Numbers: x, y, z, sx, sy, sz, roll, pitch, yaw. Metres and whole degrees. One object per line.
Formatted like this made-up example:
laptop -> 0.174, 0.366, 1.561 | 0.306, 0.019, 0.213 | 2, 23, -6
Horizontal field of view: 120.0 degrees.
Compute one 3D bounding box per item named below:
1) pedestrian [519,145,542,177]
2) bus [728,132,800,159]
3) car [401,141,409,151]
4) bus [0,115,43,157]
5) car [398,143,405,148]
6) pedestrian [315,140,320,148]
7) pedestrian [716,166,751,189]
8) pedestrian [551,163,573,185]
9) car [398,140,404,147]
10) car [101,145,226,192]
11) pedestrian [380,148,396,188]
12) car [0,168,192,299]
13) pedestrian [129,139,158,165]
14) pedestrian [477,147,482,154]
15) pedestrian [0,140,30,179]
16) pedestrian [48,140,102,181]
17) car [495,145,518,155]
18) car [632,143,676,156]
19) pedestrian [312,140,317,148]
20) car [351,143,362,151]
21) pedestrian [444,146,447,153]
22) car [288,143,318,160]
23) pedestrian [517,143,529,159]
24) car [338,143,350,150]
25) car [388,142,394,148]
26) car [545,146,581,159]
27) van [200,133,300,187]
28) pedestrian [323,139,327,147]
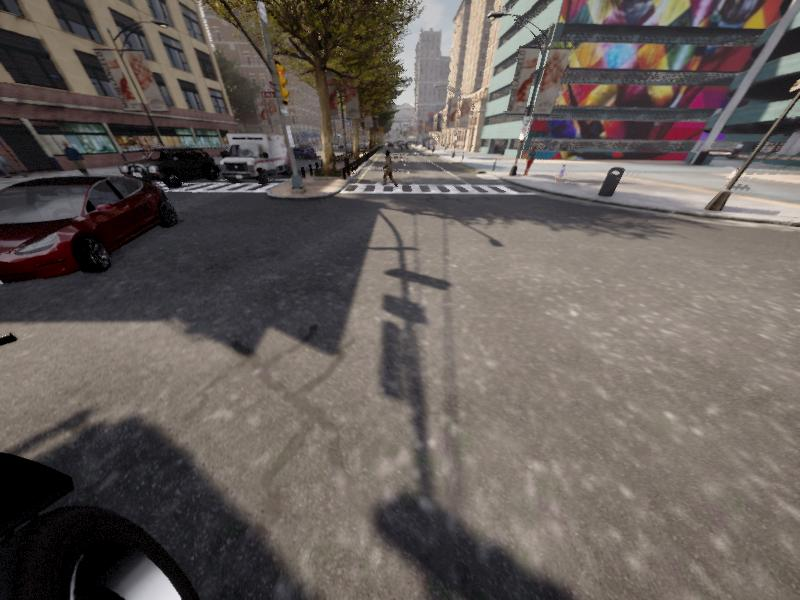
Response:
pedestrian -> 9.203, -9.841, 16.388 | 0.751, 1.860, 0.751 | 6, 35, 7
bus -> 75.927, -31.200, 46.600 | 3.944, 4.253, 10.273 | 0, 35, -2
car -> 1.180, -38.370, 57.587 | 1.932, 1.855, 4.605 | 0, 35, -2
bus -> -50.908, -18.770, 26.310 | 3.944, 4.253, 10.273 | 0, 35, -2
car -> 0.519, -52.031, 77.659 | 1.970, 1.475, 3.806 | 0, 35, -2
pedestrian -> -21.127, -40.111, 59.374 | 0.751, 1.860, 0.751 | -1, 35, -3
pedestrian -> 18.809, -6.933, 13.052 | 0.500, 1.100, 0.500 | 5, 35, 6
pedestrian -> 9.367, -7.288, 13.383 | 0.500, 1.100, 0.500 | -4, 35, -7
car -> 0.312, -56.740, 83.864 | 2.150, 2.045, 5.566 | 0, 35, -2
car -> -12.525, -7.466, 12.852 | 1.932, 1.855, 4.605 | 1, 35, 1
pedestrian -> -0.615, -7.246, 12.734 | 0.751, 1.860, 0.751 | 4, 35, 4
car -> -7.408, -1.942, 5.347 | 2.163, 1.488, 4.792 | -10, 36, -15
pedestrian -> -22.591, -13.037, 20.383 | 0.751, 1.860, 0.751 | 2, 35, 1
pedestrian -> 15.216, -28.622, 44.196 | 0.500, 1.100, 0.500 | -15, 38, -22
pedestrian -> -22.384, -7.846, 12.917 | 0.751, 1.860, 0.751 | 1, 35, 1
pedestrian -> -17.963, -7.728, 12.832 | 0.751, 1.860, 0.751 | -12, 37, -18
car -> 20.906, -29.620, 45.552 | 2.161, 1.482, 4.786 | 0, 35, -2
car -> 50.984, -30.393, 46.561 | 2.435, 2.045, 5.566 | 0, 35, -2
pedestrian -> -22.029, -40.051, 59.270 | 0.751, 1.860, 0.751 | -7, 35, -10
car -> -10.216, -35.986, 54.317 | 1.812, 1.442, 4.674 | 0, 35, -2
pedestrian -> 9.258, -30.749, 47.144 | 0.500, 1.100, 0.500 | 5, 35, 6
car -> -12.969, -20.191, 31.230 | 2.097, 1.767, 4.553 | -1, 35, -2
pedestrian -> 17.578, -21.290, 33.050 | 0.751, 1.860, 0.751 | -10, 36, -15
car -> -13.809, -37.880, 57.097 | 1.895, 1.301, 4.718 | 0, 35, -2
car -> -2.886, -50.102, 74.721 | 1.837, 1.490, 4.892 | 0, 35, -2
car -> 25.351, -23.069, 36.138 | 2.128, 1.511, 4.902 | 0, 35, -2
van -> -8.906, -9.129, 14.832 | 2.351, 2.431, 6.366 | -1, 35, -2
pedestrian -> -22.814, -47.473, 69.936 | 0.751, 1.860, 0.751 | -3, 35, -5
